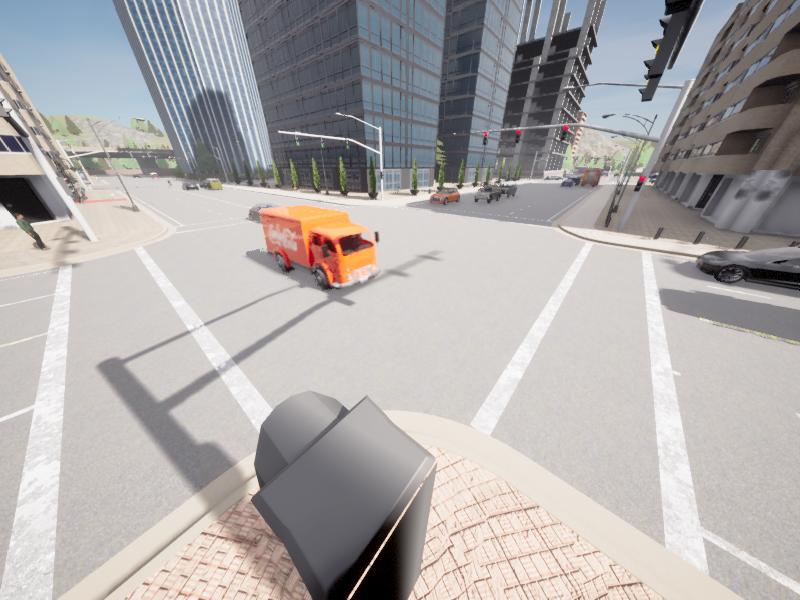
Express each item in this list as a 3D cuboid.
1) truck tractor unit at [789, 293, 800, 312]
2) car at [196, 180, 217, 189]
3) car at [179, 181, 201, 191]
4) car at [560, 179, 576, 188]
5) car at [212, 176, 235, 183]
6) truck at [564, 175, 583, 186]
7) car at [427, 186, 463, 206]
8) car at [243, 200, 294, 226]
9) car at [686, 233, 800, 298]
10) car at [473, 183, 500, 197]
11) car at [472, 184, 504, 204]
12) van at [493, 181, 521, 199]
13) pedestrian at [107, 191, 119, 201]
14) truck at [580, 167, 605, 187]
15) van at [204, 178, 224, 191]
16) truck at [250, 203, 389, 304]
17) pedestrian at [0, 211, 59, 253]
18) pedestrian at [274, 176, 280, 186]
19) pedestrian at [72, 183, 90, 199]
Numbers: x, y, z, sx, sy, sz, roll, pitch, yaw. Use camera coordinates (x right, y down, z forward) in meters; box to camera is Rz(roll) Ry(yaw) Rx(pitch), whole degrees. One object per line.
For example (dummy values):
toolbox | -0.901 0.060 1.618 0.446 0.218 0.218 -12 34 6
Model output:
truck tractor unit | 14.649 -0.066 3.912 6.516 4.208 3.053 23 37 34
car | -41.206 -24.667 49.204 4.514 1.525 2.007 23 37 34
car | -41.182 -22.370 45.225 4.514 1.525 2.007 23 37 34
car | 37.521 -26.131 51.617 1.882 1.535 5.008 23 37 34
car | -49.796 -34.040 65.295 2.242 1.667 4.611 25 38 36
truck | 42.567 -29.349 56.630 2.390 2.098 6.274 23 37 34
car | 5.584 -12.881 28.411 2.097 1.767 4.553 23 37 34
car | -11.015 -7.340 19.319 4.181 1.385 1.994 22 37 34
car | 14.679 -1.146 8.511 4.792 1.488 2.163 23 37 34
car | 13.935 -17.655 36.962 2.128 1.511 4.902 23 37 34
car | 11.313 -13.571 29.522 1.932 1.855 4.605 23 37 34
van | 15.712 -16.227 33.959 2.069 2.038 4.480 23 37 34
pedestrian | -37.128 -13.456 29.859 0.500 1.100 0.500 20 36 31
truck | 45.492 -29.127 54.519 2.891 3.827 8.468 23 37 34
van | -36.670 -22.748 45.421 4.442 1.987 1.775 26 39 37
truck | -3.298 -2.293 9.463 5.204 2.467 2.627 23 37 34
pedestrian | -18.489 -3.417 11.599 0.751 1.860 0.751 -26 39 -38
pedestrian | -28.264 -27.287 53.028 0.751 1.860 0.751 -20 36 -31
pedestrian | -44.200 -15.142 32.020 0.751 1.860 0.751 20 35 30
